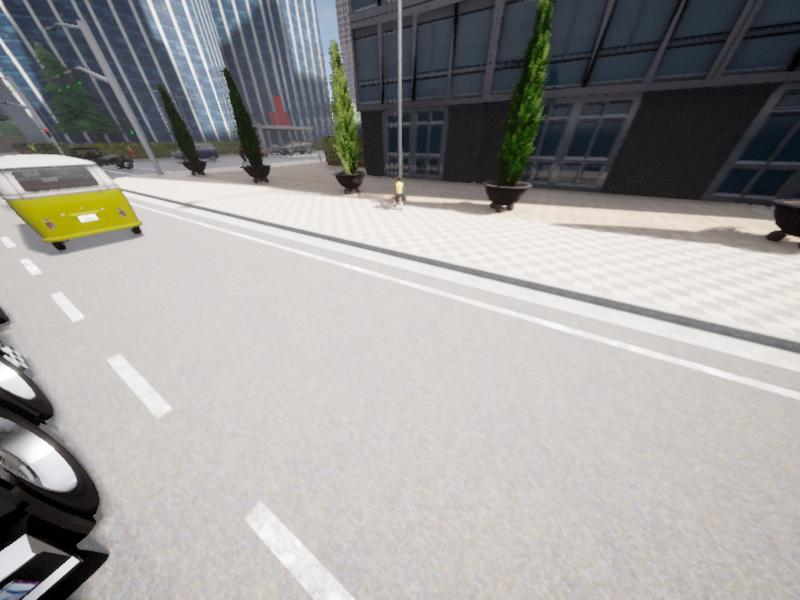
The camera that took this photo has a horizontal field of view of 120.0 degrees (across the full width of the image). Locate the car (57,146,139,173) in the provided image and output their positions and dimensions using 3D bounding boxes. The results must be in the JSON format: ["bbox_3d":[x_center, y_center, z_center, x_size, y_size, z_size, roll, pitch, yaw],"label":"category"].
[{"bbox_3d":[-27.589,-13.037,21.297,1.905,1.878,3.866,18,39,24],"label":"car"}]

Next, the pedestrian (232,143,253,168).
[{"bbox_3d":[-14.403,-13.253,21.223,0.751,1.860,0.751,16,38,22],"label":"pedestrian"}]

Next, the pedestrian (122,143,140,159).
[{"bbox_3d":[-36.876,-20.390,31.654,0.751,1.860,0.751,18,39,24],"label":"pedestrian"}]

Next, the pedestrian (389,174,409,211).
[{"bbox_3d":[-0.030,-3.822,8.222,0.500,1.100,0.500,-30,44,-35],"label":"pedestrian"}]

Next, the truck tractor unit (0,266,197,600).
[{"bbox_3d":[-5.127,-0.282,0.787,6.516,4.208,3.053,18,39,24],"label":"truck tractor unit"}]

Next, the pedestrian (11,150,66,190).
[{"bbox_3d":[-20.186,-7.276,12.944,0.751,1.860,0.751,17,38,23],"label":"pedestrian"}]

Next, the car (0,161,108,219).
[{"bbox_3d":[-14.637,-4.630,9.434,4.514,1.525,2.007,18,39,24],"label":"car"}]

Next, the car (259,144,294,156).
[{"bbox_3d":[-21.905,-26.792,41.258,2.152,1.651,5.027,18,39,24],"label":"car"}]

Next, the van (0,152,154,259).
[{"bbox_3d":[-9.437,-2.904,6.509,4.442,1.987,1.775,21,40,27],"label":"van"}]

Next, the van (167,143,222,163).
[{"bbox_3d":[-25.990,-18.753,29.416,1.775,1.987,4.442,18,39,24],"label":"van"}]

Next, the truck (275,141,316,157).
[{"bbox_3d":[-18.204,-26.688,40.663,2.390,2.098,6.274,18,39,24],"label":"truck"}]

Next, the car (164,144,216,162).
[{"bbox_3d":[-28.533,-20.192,31.598,1.932,1.855,4.605,18,39,24],"label":"car"}]
